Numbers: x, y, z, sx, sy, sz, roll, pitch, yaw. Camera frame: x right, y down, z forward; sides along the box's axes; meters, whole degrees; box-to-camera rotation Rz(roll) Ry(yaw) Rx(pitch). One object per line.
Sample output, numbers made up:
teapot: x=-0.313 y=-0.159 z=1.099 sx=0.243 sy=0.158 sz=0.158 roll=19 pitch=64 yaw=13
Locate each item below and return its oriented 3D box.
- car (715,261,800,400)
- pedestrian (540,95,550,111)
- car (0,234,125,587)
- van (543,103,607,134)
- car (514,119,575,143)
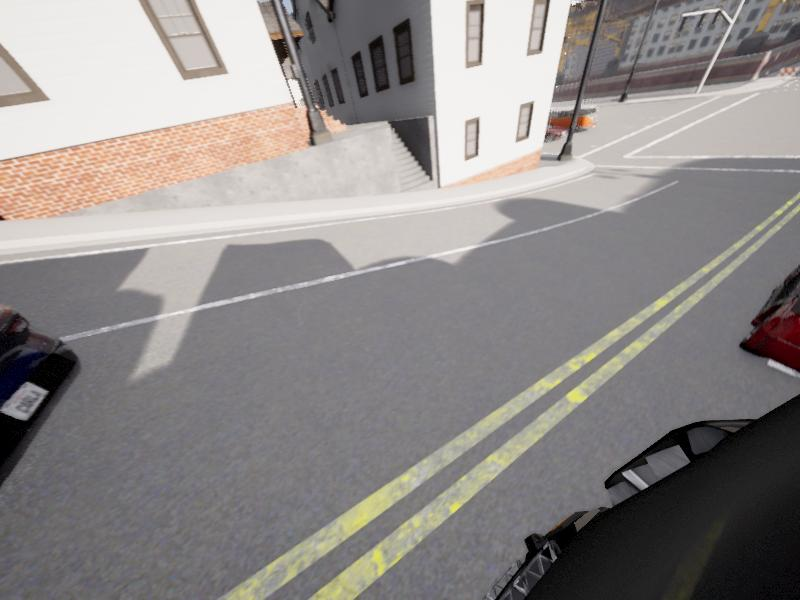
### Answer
car: x=6.358 y=0.121 z=2.715 sx=4.181 sy=1.385 sz=1.994 roll=-18 pitch=39 yaw=-24
pedestrian: x=23.425 y=-31.866 z=37.325 sx=0.751 sy=1.860 sz=0.751 roll=-27 pitch=42 yaw=-16
car: x=-4.448 y=1.090 z=0.656 sx=4.193 sy=1.474 sz=1.816 roll=-17 pitch=38 yaw=-25
van: x=17.255 y=-18.052 z=23.146 sx=1.775 sy=1.987 sz=4.442 roll=-28 pitch=42 yaw=-17
car: x=13.942 y=-16.547 z=22.706 sx=1.812 sy=1.442 sz=4.674 roll=-28 pitch=42 yaw=-18
